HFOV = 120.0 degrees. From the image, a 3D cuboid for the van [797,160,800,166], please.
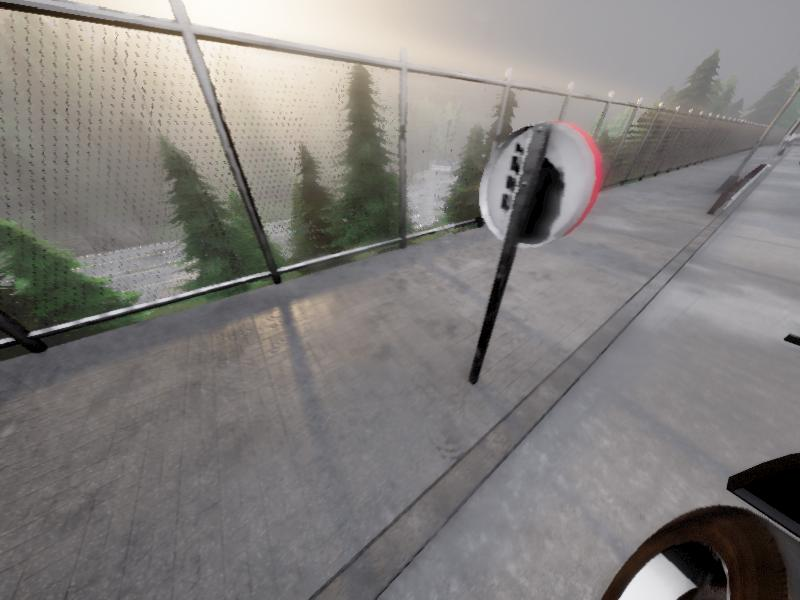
[{"bbox_3d":[37.557,-13.260,20.062,5.915,2.561,1.988,-22,41,-28],"label":"van"}]
